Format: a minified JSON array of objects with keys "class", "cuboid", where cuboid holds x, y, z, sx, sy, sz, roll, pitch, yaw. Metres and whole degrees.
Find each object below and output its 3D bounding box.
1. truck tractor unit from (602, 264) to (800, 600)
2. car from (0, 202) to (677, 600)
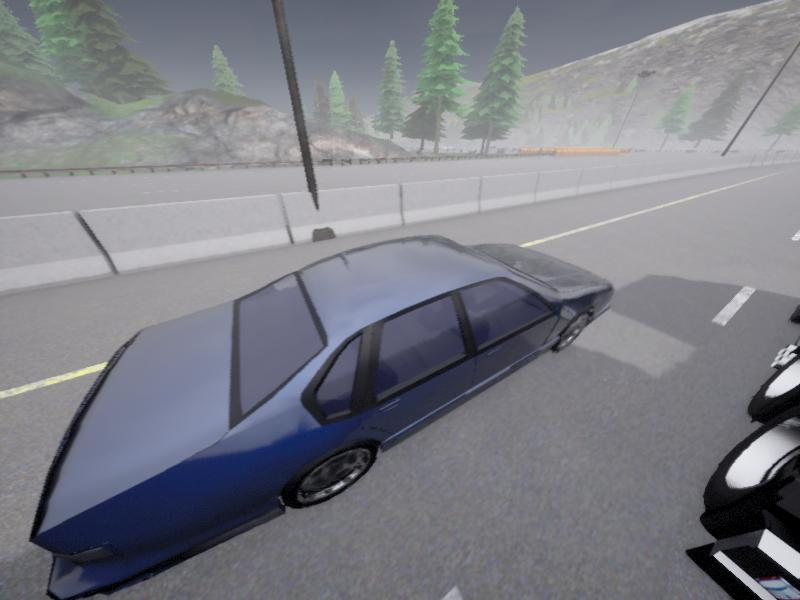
[{"class":"truck tractor unit","cuboid":[5.114,-0.295,0.786,6.516,4.208,3.053,-18,39,-24]},{"class":"car","cuboid":[0.262,0.133,2.602,5.357,1.411,2.033,-18,39,-24]}]
